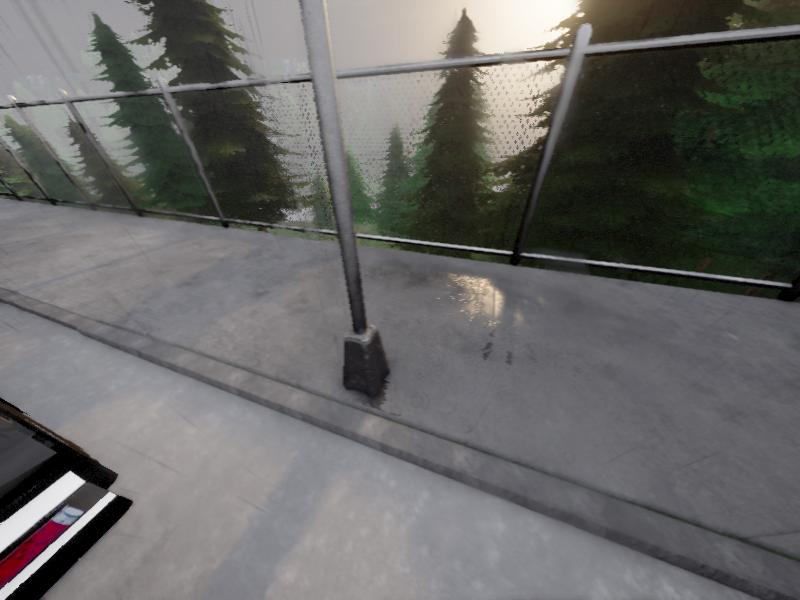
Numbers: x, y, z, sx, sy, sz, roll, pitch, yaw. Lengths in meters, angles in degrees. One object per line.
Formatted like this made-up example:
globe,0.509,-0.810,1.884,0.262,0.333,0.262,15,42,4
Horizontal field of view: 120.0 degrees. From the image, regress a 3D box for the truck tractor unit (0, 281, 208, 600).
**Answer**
truck tractor unit,-5.261,-0.113,0.519,6.516,4.208,3.053,11,37,16
